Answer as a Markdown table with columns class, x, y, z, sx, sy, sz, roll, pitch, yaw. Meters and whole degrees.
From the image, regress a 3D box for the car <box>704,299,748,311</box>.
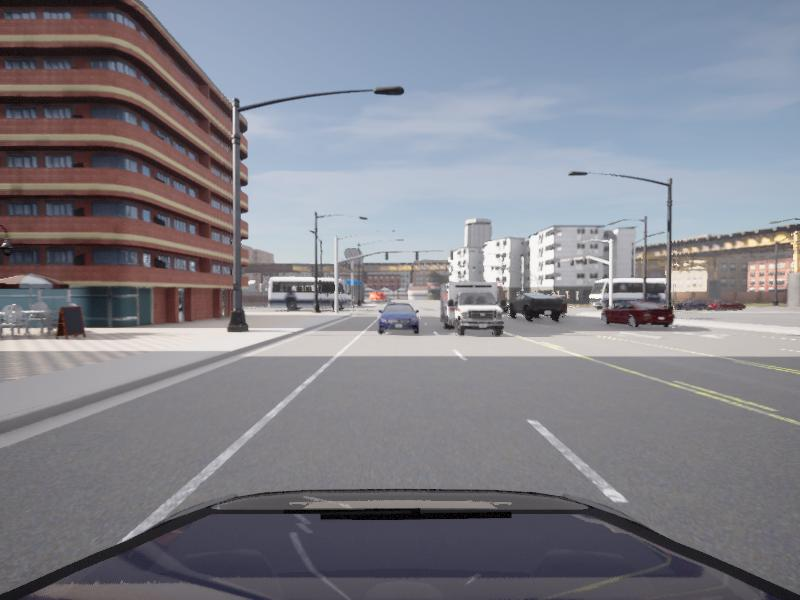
| class | x | y | z | sx | sy | sz | roll | pitch | yaw |
| --- | --- | --- | --- | --- | --- | --- | --- | --- | --- |
| car | 42.195 | 0.639 | 51.853 | 4.193 | 1.474 | 1.816 | 0 | 1 | -1 |

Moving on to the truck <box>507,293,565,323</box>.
| class | x | y | z | sx | sy | sz | roll | pitch | yaw |
| --- | --- | --- | --- | --- | --- | --- | --- | --- | --- |
| truck | 10.421 | 0.523 | 31.297 | 2.390 | 2.098 | 6.274 | 0 | 0 | 0 |

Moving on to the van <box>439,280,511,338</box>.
| class | x | y | z | sx | sy | sz | roll | pitch | yaw |
| --- | --- | --- | --- | --- | --- | --- | --- | --- | --- |
| van | 3.433 | 0.378 | 19.773 | 2.351 | 2.431 | 6.366 | 0 | 0 | 0 |

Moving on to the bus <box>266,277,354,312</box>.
| class | x | y | z | sx | sy | sz | roll | pitch | yaw |
| --- | --- | --- | --- | --- | --- | --- | --- | --- | --- |
| bus | -11.133 | -0.733 | 50.698 | 10.273 | 4.253 | 3.944 | 0 | 1 | -1 |

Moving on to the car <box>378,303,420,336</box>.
| class | x | y | z | sx | sy | sz | roll | pitch | yaw |
| --- | --- | --- | --- | --- | --- | --- | --- | --- | --- |
| car | -0.054 | 0.870 | 19.701 | 1.812 | 1.442 | 4.674 | 0 | 0 | 0 |

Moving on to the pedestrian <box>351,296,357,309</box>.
| class | x | y | z | sx | sy | sz | roll | pitch | yaw |
| --- | --- | --- | --- | --- | --- | --- | --- | --- | --- |
| pedestrian | -6.622 | 0.312 | 57.830 | 0.751 | 1.860 | 0.751 | 0 | 1 | -23 |

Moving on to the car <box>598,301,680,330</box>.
| class | x | y | z | sx | sy | sz | roll | pitch | yaw |
| --- | --- | --- | --- | --- | --- | --- | --- | --- | --- |
| car | 13.928 | 0.823 | 23.768 | 1.882 | 1.535 | 5.008 | 0 | 0 | 0 |

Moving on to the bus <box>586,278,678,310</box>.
| class | x | y | z | sx | sy | sz | roll | pitch | yaw |
| --- | --- | --- | --- | --- | --- | --- | --- | --- | --- |
| bus | 31.616 | -0.801 | 54.919 | 10.273 | 4.253 | 3.944 | 0 | 1 | -1 |

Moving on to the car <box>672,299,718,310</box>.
| class | x | y | z | sx | sy | sz | roll | pitch | yaw |
| --- | --- | --- | --- | --- | --- | --- | --- | --- | --- |
| car | 40.652 | 0.576 | 55.214 | 4.792 | 1.488 | 2.163 | 0 | 1 | 0 |

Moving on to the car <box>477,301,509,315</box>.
| class | x | y | z | sx | sy | sz | roll | pitch | yaw |
| --- | --- | --- | --- | --- | --- | --- | --- | --- | --- |
| car | 10.040 | 0.822 | 43.528 | 1.895 | 1.301 | 4.718 | 0 | 1 | -8 |

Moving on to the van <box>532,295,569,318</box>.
| class | x | y | z | sx | sy | sz | roll | pitch | yaw |
| --- | --- | --- | --- | --- | --- | --- | --- | --- | --- |
| van | 13.942 | 0.548 | 37.401 | 1.775 | 1.987 | 4.442 | 0 | 0 | 0 |

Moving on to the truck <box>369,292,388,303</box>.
| class | x | y | z | sx | sy | sz | roll | pitch | yaw |
| --- | --- | --- | --- | --- | --- | --- | --- | --- | --- |
| truck | -5.174 | -0.648 | 96.360 | 2.627 | 2.467 | 5.204 | -1 | 1 | -29 |
